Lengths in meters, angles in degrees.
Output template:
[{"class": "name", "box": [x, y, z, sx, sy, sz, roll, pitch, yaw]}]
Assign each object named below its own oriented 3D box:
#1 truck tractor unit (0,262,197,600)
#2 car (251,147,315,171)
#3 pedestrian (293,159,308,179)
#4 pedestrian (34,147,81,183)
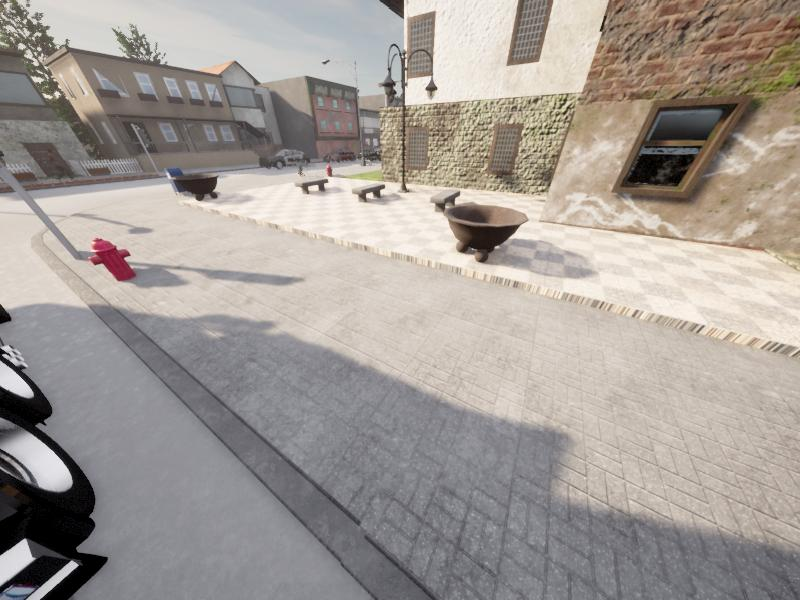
[{"class": "truck tractor unit", "box": [-5.108, -0.303, 0.785, 6.516, 4.208, 3.053, 18, 39, 24]}, {"class": "car", "box": [-11.197, -13.892, 22.585, 1.930, 1.638, 5.238, 18, 39, 24]}, {"class": "pedestrian", "box": [-6.550, -8.658, 15.271, 0.500, 1.100, 0.500, 28, 44, 34]}, {"class": "pedestrian", "box": [-21.331, -8.439, 14.416, 0.751, 1.860, 0.751, 19, 39, 25]}]
